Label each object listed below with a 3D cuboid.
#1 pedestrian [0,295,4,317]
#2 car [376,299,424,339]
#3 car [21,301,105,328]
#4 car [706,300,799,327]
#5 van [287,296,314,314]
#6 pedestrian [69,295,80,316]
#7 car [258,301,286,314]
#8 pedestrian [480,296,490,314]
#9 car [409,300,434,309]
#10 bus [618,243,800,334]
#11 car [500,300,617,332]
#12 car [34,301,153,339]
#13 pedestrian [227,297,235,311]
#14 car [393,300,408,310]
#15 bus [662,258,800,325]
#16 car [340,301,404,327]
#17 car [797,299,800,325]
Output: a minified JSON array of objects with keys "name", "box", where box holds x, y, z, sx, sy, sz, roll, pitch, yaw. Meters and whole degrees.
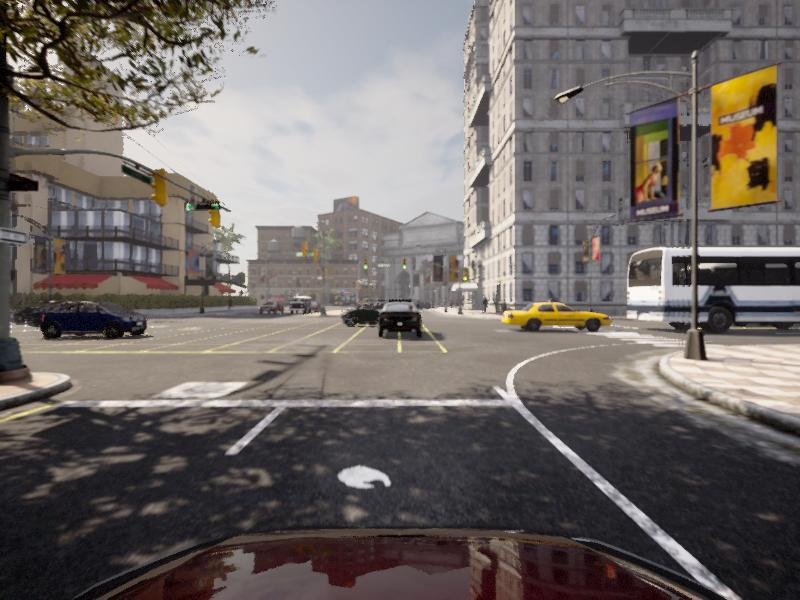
[{"name":"pedestrian","box":[-33.354,0.480,32.902,0.751,1.860,0.751,0,0,-1]},{"name":"car","box":[-0.003,0.768,18.847,1.930,1.638,5.238,0,0,0]},{"name":"car","box":[-19.655,0.823,23.425,3.633,1.501,1.845,0,0,9]},{"name":"car","box":[21.265,0.785,24.241,3.988,1.617,1.851,0,0,0]},{"name":"van","box":[-11.501,0.565,46.580,2.069,2.038,4.480,0,0,0]},{"name":"pedestrian","box":[-29.991,0.480,36.869,0.751,1.860,0.751,0,0,-41]},{"name":"car","box":[-15.006,0.863,47.193,1.812,1.442,4.674,0,0,0]},{"name":"pedestrian","box":[8.933,0.479,42.019,0.751,1.860,0.751,0,0,-5]},{"name":"car","box":[4.078,0.813,75.333,4.611,1.667,2.242,0,0,-43]},{"name":"bus","box":[17.570,-0.537,20.841,10.273,4.253,3.944,0,0,0]},{"name":"car","box":[8.065,0.798,20.788,5.366,1.575,1.801,0,0,3]},{"name":"car","box":[-12.912,0.813,17.044,3.705,1.549,1.789,0,0,0]},{"name":"pedestrian","box":[-22.244,0.478,52.531,0.751,1.860,0.751,0,0,-1]},{"name":"car","box":[0.136,0.772,65.856,2.152,1.651,5.027,0,0,3]},{"name":"bus","box":[24.549,-0.538,27.632,10.273,4.253,3.944,0,0,0]},{"name":"car","box":[-1.621,0.810,24.109,3.705,1.549,1.789,0,0,0]},{"name":"car","box":[27.516,0.753,24.269,4.611,1.667,2.242,0,0,0]}]
